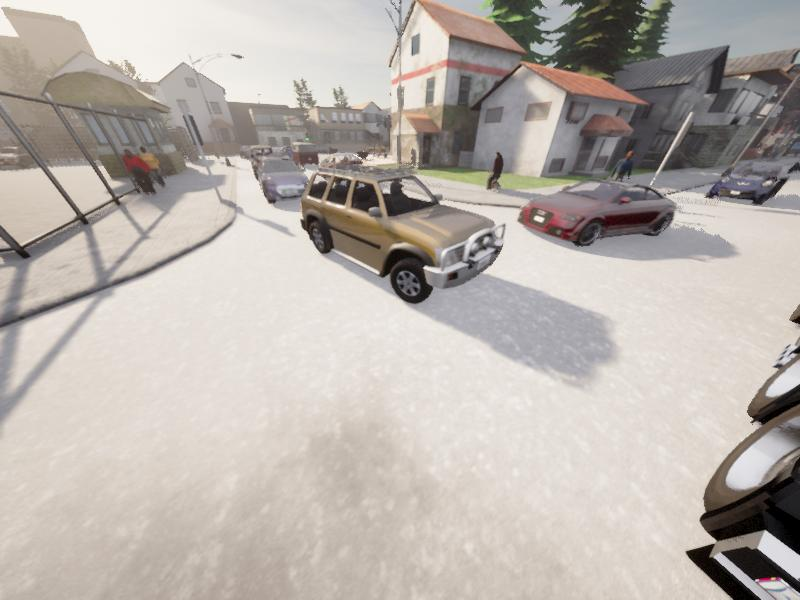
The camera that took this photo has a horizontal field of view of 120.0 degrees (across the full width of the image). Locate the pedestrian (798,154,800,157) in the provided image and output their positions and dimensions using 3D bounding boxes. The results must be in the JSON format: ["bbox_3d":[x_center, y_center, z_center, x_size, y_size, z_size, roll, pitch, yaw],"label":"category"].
[{"bbox_3d":[65.907,-24.086,37.235,0.751,1.860,0.751,-5,35,-7],"label":"pedestrian"}]

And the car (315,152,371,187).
[{"bbox_3d":[-3.819,-8.641,15.043,2.007,1.525,4.514,-18,39,-25],"label":"car"}]

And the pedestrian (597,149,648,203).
[{"bbox_3d":[9.099,-5.111,9.560,0.751,1.860,0.751,19,39,25],"label":"pedestrian"}]

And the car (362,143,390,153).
[{"bbox_3d":[-4.849,-31.217,47.405,5.366,1.575,1.801,-19,39,-25],"label":"car"}]

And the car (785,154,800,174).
[{"bbox_3d":[36.214,-12.018,20.135,3.988,1.617,1.851,-18,39,-24],"label":"car"}]

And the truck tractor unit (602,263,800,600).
[{"bbox_3d":[5.107,-0.304,0.782,6.516,4.208,3.053,-18,39,-24],"label":"truck tractor unit"}]

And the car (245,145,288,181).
[{"bbox_3d":[-9.422,-9.730,16.243,1.905,1.878,3.866,-18,39,-24],"label":"car"}]

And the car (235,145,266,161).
[{"bbox_3d":[-19.533,-19.230,30.140,2.128,1.511,4.902,-26,42,-32],"label":"car"}]

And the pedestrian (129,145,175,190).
[{"bbox_3d":[-12.201,-6.548,11.440,0.751,1.860,0.751,-19,39,-25],"label":"pedestrian"}]

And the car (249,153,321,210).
[{"bbox_3d":[-5.504,-5.748,10.785,2.033,1.649,4.856,-18,39,-24],"label":"car"}]

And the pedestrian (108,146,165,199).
[{"bbox_3d":[-11.075,-5.411,9.817,0.751,1.860,0.751,-18,39,-24],"label":"pedestrian"}]

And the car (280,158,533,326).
[{"bbox_3d":[-0.301,-1.701,4.797,1.932,1.855,4.605,-30,45,-36],"label":"car"}]

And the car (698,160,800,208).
[{"bbox_3d":[16.109,-5.427,10.581,3.633,1.501,1.845,-18,39,-24],"label":"car"}]

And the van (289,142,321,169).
[{"bbox_3d":[-9.468,-14.418,22.893,1.775,1.987,4.442,-18,39,-24],"label":"van"}]

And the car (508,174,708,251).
[{"bbox_3d":[5.734,-2.688,6.706,4.181,1.385,1.994,-9,36,-14],"label":"car"}]

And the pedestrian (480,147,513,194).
[{"bbox_3d":[4.622,-6.241,11.147,0.751,1.860,0.751,-19,39,-26],"label":"pedestrian"}]
